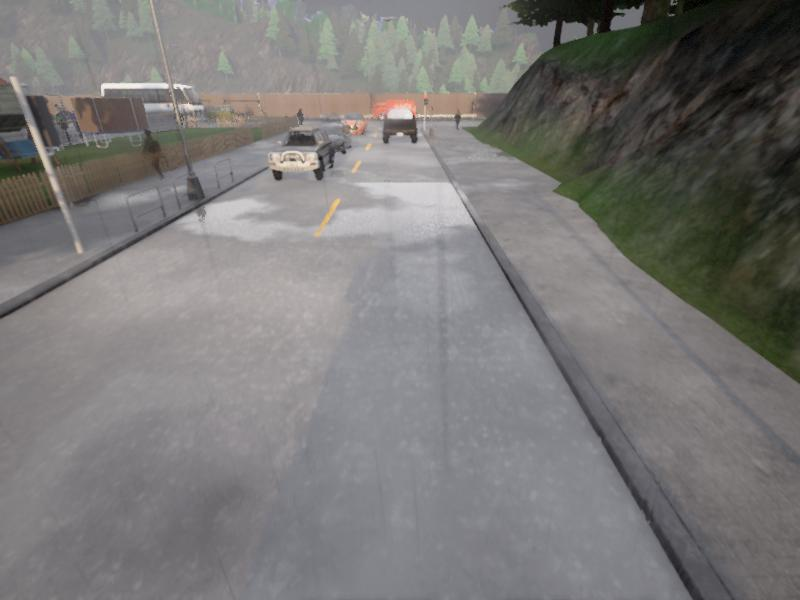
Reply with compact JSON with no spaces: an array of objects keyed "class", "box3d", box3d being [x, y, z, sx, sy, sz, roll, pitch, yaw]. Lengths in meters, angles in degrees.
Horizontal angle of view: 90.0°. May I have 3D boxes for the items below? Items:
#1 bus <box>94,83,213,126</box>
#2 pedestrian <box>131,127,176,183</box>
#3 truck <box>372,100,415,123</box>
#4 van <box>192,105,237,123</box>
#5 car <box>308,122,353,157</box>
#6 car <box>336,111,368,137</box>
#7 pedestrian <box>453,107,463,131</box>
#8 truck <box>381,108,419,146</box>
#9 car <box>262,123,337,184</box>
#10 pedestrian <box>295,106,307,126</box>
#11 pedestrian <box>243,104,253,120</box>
[{"class":"bus","box3d":[-27.808,-22.380,45.765,10.273,4.253,3.944,0,27,0]},{"class":"pedestrian","box3d":[-9.126,-5.395,14.889,0.751,1.860,0.751,-1,27,-1]},{"class":"truck","box3d":[-0.758,-23.423,49.592,5.204,2.467,2.627,0,27,0]},{"class":"van","box3d":[-22.941,-23.156,49.726,4.442,1.987,1.775,0,27,0]},{"class":"car","box3d":[-3.996,-9.707,23.942,1.837,1.490,4.892,0,27,0]},{"class":"car","box3d":[-3.959,-15.085,34.092,2.097,1.767,4.553,0,27,1]},{"class":"pedestrian","box3d":[5.220,-16.299,36.030,0.751,1.860,0.751,0,27,0]},{"class":"truck","box3d":[0.004,-12.654,28.998,2.390,2.098,6.274,0,27,0]},{"class":"car","box3d":[-3.997,-6.279,16.839,1.932,1.855,4.605,0,27,0]},{"class":"pedestrian","box3d":[-10.252,-19.010,41.429,0.751,1.860,0.751,3,27,6]},{"class":"pedestrian","box3d":[-20.380,-25.261,53.670,0.751,1.860,0.751,-3,27,-6]}]
